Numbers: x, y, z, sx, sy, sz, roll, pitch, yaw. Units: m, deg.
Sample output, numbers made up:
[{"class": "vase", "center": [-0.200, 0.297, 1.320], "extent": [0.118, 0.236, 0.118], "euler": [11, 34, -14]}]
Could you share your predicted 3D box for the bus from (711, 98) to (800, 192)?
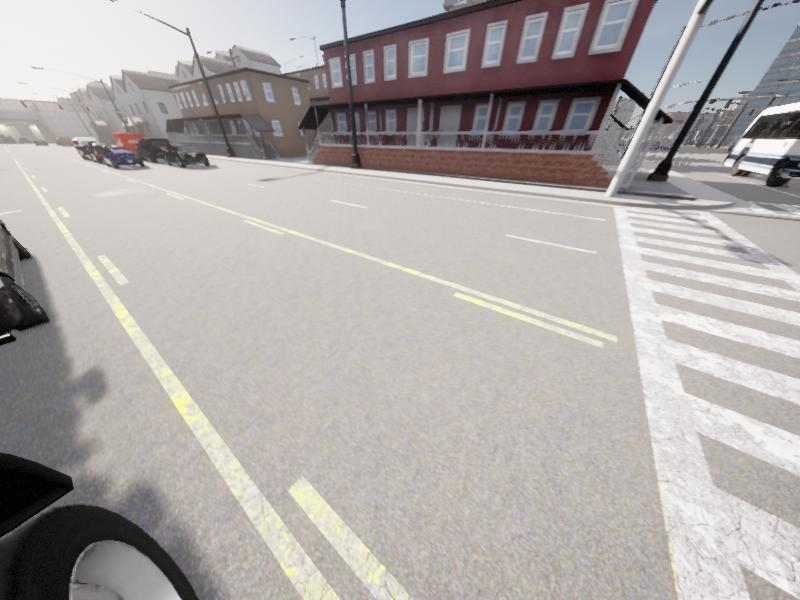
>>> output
[{"class": "bus", "center": [25.024, -9.541, 13.995], "extent": [3.944, 4.253, 10.273], "euler": [22, 41, 28]}]

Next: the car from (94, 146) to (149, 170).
[{"class": "car", "center": [-23.699, -12.138, 19.655], "extent": [4.674, 1.442, 1.812], "euler": [22, 41, 28]}]

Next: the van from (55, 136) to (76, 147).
[{"class": "van", "center": [-80.331, -38.105, 55.491], "extent": [4.442, 1.987, 1.775], "euler": [22, 41, 28]}]

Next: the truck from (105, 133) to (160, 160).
[{"class": "truck", "center": [-31.504, -18.154, 27.227], "extent": [5.204, 2.467, 2.627], "euler": [23, 41, 29]}]

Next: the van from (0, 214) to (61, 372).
[{"class": "van", "center": [-7.381, -0.949, 2.984], "extent": [5.915, 2.561, 1.988], "euler": [22, 41, 28]}]

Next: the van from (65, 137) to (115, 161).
[{"class": "van", "center": [-34.315, -16.752, 25.584], "extent": [4.480, 2.038, 2.069], "euler": [22, 41, 28]}]

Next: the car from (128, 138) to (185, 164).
[{"class": "car", "center": [-25.021, -15.388, 23.730], "extent": [5.566, 2.045, 2.150], "euler": [22, 41, 28]}]

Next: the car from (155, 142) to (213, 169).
[{"class": "car", "center": [-19.101, -12.866, 20.428], "extent": [4.553, 1.767, 2.097], "euler": [22, 41, 28]}]

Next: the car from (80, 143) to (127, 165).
[{"class": "car", "center": [-29.298, -14.514, 22.831], "extent": [3.988, 1.617, 1.851], "euler": [22, 41, 28]}]

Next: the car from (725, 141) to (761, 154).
[{"class": "car", "center": [69.956, -31.289, 47.195], "extent": [2.150, 2.045, 5.566], "euler": [22, 41, 28]}]
